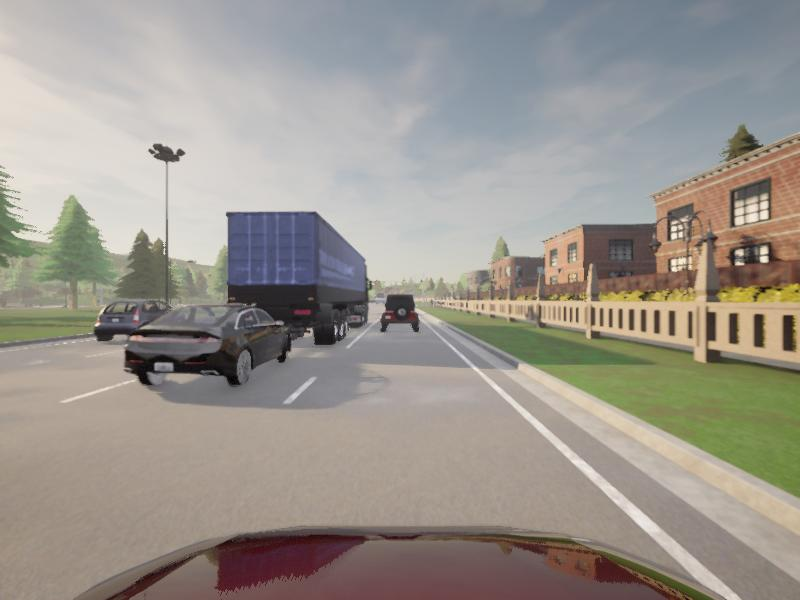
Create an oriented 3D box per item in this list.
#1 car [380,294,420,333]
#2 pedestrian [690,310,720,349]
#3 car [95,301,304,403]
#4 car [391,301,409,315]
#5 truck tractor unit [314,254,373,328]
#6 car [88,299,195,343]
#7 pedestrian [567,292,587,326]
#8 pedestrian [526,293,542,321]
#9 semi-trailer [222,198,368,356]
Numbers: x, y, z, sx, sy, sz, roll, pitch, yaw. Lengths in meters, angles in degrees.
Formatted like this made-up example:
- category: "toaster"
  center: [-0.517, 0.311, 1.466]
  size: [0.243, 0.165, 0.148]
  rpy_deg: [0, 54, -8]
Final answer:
- category: "car"
  center: [0.001, 0.640, 21.210]
  size: [1.905, 1.878, 3.866]
  rpy_deg: [0, 0, 0]
- category: "pedestrian"
  center: [9.065, 0.862, 11.912]
  size: [0.500, 1.100, 0.500]
  rpy_deg: [0, 0, -11]
- category: "car"
  center: [-3.784, 0.839, 8.827]
  size: [2.128, 1.511, 4.902]
  rpy_deg: [2, 1, 0]
- category: "car"
  center: [0.001, 0.841, 44.556]
  size: [1.970, 1.475, 3.806]
  rpy_deg: [0, 0, 0]
- category: "truck tractor unit"
  center: [-3.463, -0.529, 26.175]
  size: [3.053, 4.208, 6.516]
  rpy_deg: [0, 0, -1]
- category: "car"
  center: [-10.497, 0.784, 16.647]
  size: [1.851, 1.617, 3.988]
  rpy_deg: [0, 0, 0]
- category: "pedestrian"
  center: [9.883, 0.479, 22.373]
  size: [0.751, 1.860, 0.751]
  rpy_deg: [0, 0, 0]
- category: "pedestrian"
  center: [8.937, 0.477, 26.694]
  size: [0.751, 1.860, 0.751]
  rpy_deg: [0, 0, -1]
- category: "semi-trailer"
  center: [-3.507, -0.621, 18.266]
  size: [2.717, 4.402, 14.254]
  rpy_deg: [0, 0, 1]
